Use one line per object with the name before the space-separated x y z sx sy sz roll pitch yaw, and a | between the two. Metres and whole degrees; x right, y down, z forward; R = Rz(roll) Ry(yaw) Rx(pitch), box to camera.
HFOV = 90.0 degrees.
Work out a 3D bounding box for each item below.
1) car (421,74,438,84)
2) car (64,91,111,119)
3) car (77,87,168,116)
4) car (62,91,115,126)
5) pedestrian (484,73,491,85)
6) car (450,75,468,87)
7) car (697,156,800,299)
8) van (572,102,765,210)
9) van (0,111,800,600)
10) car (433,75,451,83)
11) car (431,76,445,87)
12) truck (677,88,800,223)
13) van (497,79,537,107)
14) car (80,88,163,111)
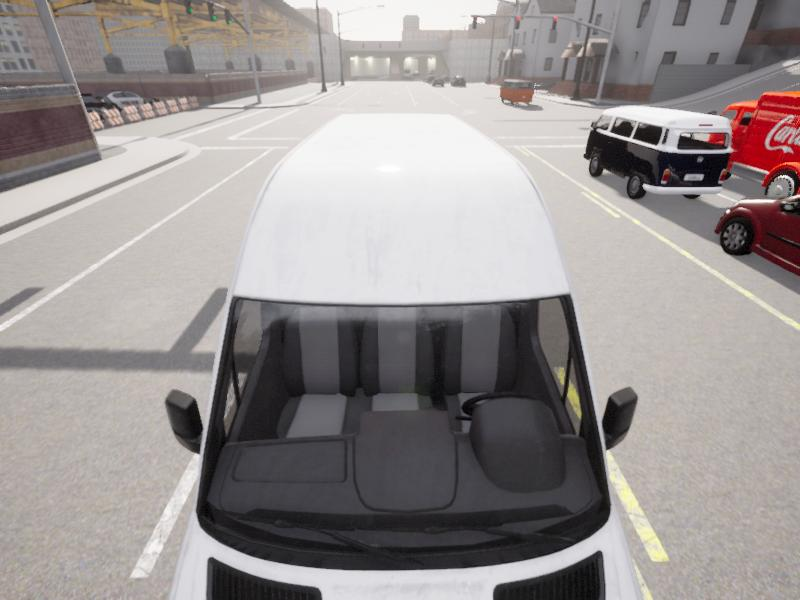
car | 5.967 -45.281 81.781 1.930 1.638 5.238 -8 31 -13
car | -19.656 -12.276 25.087 1.853 1.218 4.536 -21 36 -31
car | -20.444 -14.827 29.760 2.038 1.542 4.974 15 34 24
car | -19.624 -12.119 25.131 2.038 1.542 4.974 -21 36 -31
pedestrian | 15.437 -39.053 70.569 0.751 1.860 0.751 -1 30 -1
car | 10.040 -37.512 68.595 2.242 1.667 4.611 0 30 0
car | 6.946 -0.913 5.965 1.851 1.617 3.988 0 30 0
van | 6.911 -4.201 11.157 2.069 2.038 4.480 0 30 0
van | -0.012 0.016 3.430 1.988 2.561 5.915 0 29 -1
car | 8.708 -46.556 84.153 1.812 1.442 4.674 -11 32 -18
car | 6.539 -37.555 68.757 2.007 1.525 4.514 0 30 0
truck | 10.294 -3.862 10.153 2.627 2.467 5.204 1 30 1
van | 10.440 -18.756 36.100 1.775 1.987 4.442 -3 31 -5
car | -20.468 -14.940 29.640 1.853 1.218 4.536 15 34 24
